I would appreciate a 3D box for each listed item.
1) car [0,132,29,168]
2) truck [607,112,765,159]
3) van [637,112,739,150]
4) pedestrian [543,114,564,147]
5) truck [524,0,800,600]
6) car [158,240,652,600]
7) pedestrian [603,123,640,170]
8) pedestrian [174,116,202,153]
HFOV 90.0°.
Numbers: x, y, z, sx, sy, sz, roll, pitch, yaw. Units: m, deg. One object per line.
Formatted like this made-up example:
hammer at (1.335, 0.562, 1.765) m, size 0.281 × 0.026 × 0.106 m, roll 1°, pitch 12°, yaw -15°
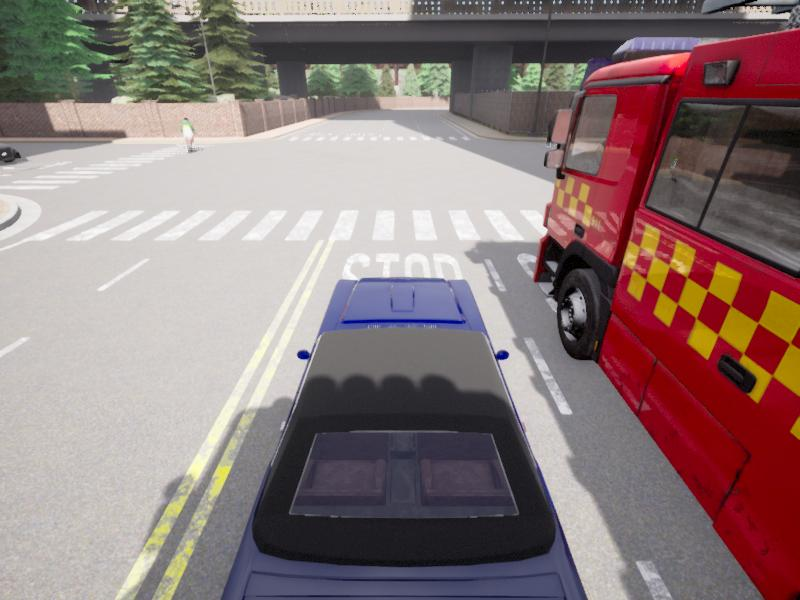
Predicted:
car at (-20.351, -6.924, 18.486) m, size 4.181 × 1.385 × 1.994 m, roll -1°, pitch 27°, yaw -1°
truck at (15.022, -8.854, 21.443) m, size 6.274 × 2.098 × 2.390 m, roll 0°, pitch 27°, yaw 0°
van at (17.553, -10.403, 24.579) m, size 4.442 × 1.987 × 1.775 m, roll 0°, pitch 27°, yaw 0°
pedestrian at (9.545, -10.559, 24.973) m, size 0.751 × 1.860 × 0.751 m, roll 0°, pitch 27°, yaw 0°
truck at (3.528, 0.164, 2.114) m, size 2.891 × 3.827 × 8.468 m, roll 0°, pitch 27°, yaw 0°
car at (0.026, 0.860, 3.527) m, size 1.895 × 1.301 × 4.718 m, roll 0°, pitch 27°, yaw 0°
pedestrian at (9.572, -6.656, 17.370) m, size 0.751 × 1.860 × 0.751 m, roll 0°, pitch 27°, yaw -1°
pedestrian at (-11.912, -9.293, 22.506) m, size 0.751 × 1.860 × 0.751 m, roll 0°, pitch 27°, yaw 1°
